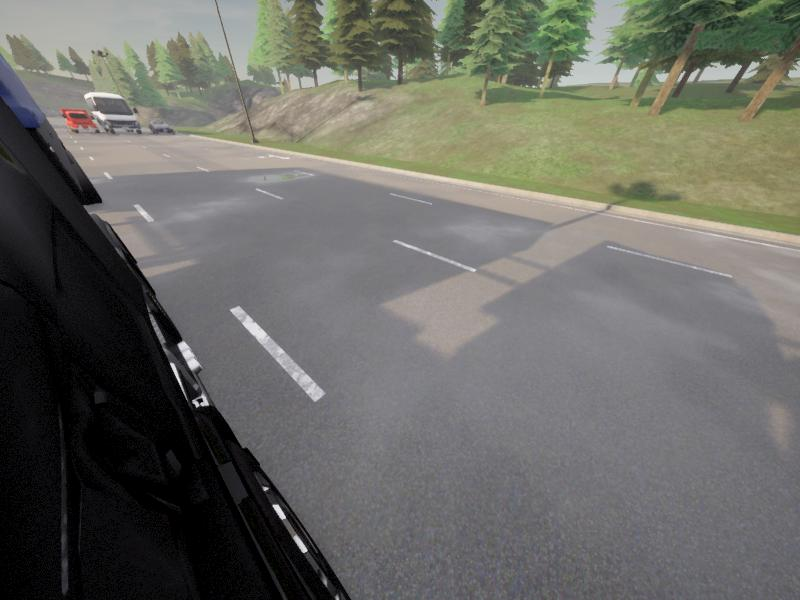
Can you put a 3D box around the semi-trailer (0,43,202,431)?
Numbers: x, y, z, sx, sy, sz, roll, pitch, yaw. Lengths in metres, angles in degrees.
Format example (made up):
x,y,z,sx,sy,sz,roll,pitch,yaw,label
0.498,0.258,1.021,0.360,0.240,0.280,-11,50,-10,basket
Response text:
x,y,z,sx,sy,sz,roll,pitch,yaw,label
-8.694,-3.610,4.229,14.254,4.402,2.717,28,44,30,semi-trailer

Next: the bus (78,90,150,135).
x,y,z,sx,sy,sz,roll,pitch,yaw,label
-39.712,-25.810,32.052,10.273,4.253,3.944,28,44,30,bus

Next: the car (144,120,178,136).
x,y,z,sx,sy,sz,roll,pitch,yaw,label
-34.107,-24.551,32.924,5.027,1.651,2.152,30,45,32,car

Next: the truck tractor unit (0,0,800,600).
x,y,z,sx,sy,sz,roll,pitch,yaw,label
-2.645,-0.295,0.351,6.516,4.208,3.053,28,44,30,truck tractor unit

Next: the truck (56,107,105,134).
x,y,z,sx,sy,sz,roll,pitch,yaw,label
-40.887,-22.865,29.545,5.204,2.467,2.627,28,43,30,truck

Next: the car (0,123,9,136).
x,y,z,sx,sy,sz,roll,pitch,yaw,label
-41.830,-17.546,23.070,4.856,1.649,2.033,28,44,30,car
